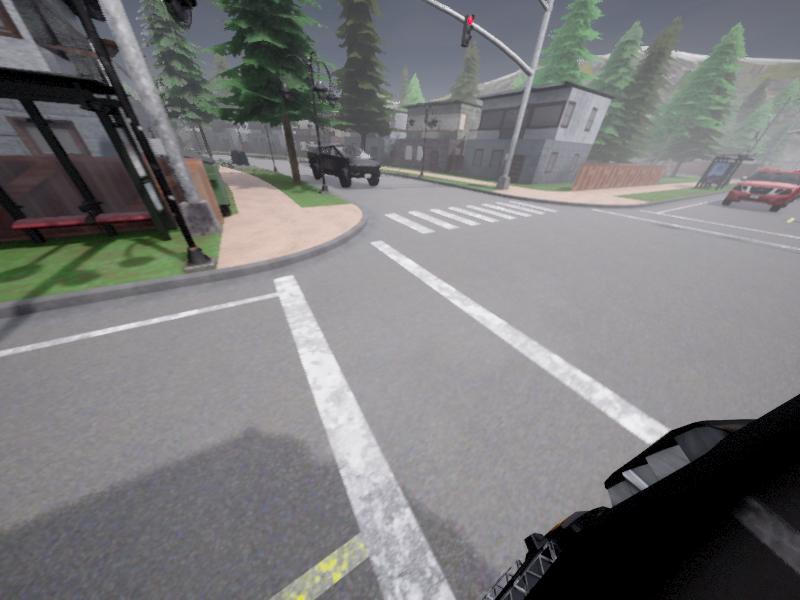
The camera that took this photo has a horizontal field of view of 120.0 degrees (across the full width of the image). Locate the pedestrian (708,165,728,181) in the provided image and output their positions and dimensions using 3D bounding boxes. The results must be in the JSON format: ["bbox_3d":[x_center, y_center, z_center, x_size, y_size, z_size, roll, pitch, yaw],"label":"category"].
[{"bbox_3d":[42.639,-17.050,30.980,0.751,1.860,0.751,-18,39,-28],"label":"pedestrian"}]

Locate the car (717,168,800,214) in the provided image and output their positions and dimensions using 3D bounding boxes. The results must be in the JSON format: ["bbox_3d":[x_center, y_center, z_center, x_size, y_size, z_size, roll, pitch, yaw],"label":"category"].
[{"bbox_3d":[22.552,-6.822,14.146,5.566,2.045,2.150,-16,38,-26],"label":"car"}]

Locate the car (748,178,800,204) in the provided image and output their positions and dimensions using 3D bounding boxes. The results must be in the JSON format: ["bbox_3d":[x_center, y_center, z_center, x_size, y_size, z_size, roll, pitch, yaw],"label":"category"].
[{"bbox_3d":[29.453,-8.506,17.833,4.181,1.385,1.994,-16,38,-26],"label":"car"}]

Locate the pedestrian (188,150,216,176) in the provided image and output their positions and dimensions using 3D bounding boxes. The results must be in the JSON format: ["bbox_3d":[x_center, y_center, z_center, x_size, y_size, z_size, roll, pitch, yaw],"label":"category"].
[{"bbox_3d":[-12.247,-8.474,14.300,0.751,1.300,0.751,24,39,29],"label":"pedestrian"}]

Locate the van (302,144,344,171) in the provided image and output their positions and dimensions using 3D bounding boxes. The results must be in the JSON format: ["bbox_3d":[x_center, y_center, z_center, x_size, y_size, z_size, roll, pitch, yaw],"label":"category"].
[{"bbox_3d":[-7.713,-14.275,23.107,4.442,1.987,1.775,30,42,35],"label":"van"}]

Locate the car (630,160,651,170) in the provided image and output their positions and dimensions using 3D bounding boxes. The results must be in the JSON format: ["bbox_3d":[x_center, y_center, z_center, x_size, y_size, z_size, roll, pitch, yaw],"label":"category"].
[{"bbox_3d":[56.903,-31.959,54.628,3.866,1.878,1.905,-17,38,-27],"label":"car"}]

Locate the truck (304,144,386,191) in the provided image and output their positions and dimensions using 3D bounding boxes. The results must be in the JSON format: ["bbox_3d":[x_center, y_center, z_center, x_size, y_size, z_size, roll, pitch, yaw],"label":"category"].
[{"bbox_3d":[-3.755,-8.841,15.100,2.390,2.098,6.274,-22,41,-33],"label":"truck"}]

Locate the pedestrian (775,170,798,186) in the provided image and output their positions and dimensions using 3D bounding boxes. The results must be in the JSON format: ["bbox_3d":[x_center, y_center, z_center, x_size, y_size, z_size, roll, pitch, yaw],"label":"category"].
[{"bbox_3d":[52.191,-16.525,31.195,0.751,1.860,0.751,-17,38,-27],"label":"pedestrian"}]

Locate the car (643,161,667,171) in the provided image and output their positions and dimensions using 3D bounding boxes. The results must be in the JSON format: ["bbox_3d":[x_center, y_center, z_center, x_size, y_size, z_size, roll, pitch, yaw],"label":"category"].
[{"bbox_3d":[58.542,-30.830,53.044,4.605,1.855,1.932,-17,38,-27],"label":"car"}]
